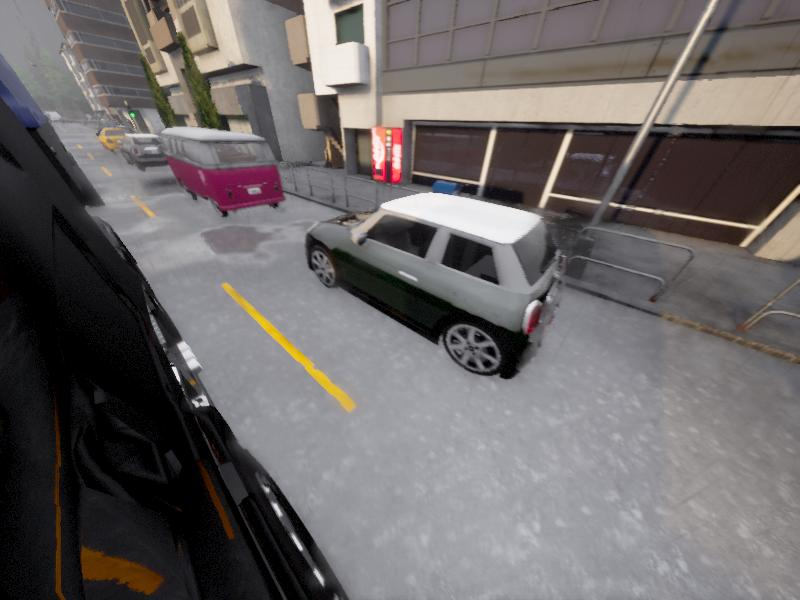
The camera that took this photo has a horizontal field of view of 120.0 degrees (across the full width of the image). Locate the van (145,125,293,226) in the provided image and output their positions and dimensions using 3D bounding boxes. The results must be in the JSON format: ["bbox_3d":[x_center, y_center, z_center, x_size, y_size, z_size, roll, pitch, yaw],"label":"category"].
[{"bbox_3d":[-5.538,-4.014,7.092,4.442,1.987,1.775,28,43,30],"label":"van"}]

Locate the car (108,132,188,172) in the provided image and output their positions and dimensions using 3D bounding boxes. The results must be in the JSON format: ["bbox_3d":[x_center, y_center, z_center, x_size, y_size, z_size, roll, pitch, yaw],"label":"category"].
[{"bbox_3d":[-13.673,-8.102,12.542,3.806,1.475,1.970,28,43,30],"label":"car"}]

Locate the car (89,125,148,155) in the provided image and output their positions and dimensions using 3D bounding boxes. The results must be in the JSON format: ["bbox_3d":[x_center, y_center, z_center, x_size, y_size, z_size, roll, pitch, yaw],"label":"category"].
[{"bbox_3d":[-21.511,-12.287,17.626,5.366,1.575,1.801,28,43,30],"label":"car"}]

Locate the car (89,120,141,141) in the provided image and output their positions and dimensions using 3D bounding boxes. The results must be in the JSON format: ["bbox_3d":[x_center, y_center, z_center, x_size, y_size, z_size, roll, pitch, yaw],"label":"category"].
[{"bbox_3d":[-31.924,-19.171,26.108,2.097,1.767,4.553,-16,40,-24],"label":"car"}]

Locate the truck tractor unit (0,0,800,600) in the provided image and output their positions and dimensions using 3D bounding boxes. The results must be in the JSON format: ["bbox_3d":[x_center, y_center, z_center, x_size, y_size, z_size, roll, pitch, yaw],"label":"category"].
[{"bbox_3d":[-2.645,-0.295,0.352,6.516,4.208,3.053,28,44,30],"label":"truck tractor unit"}]

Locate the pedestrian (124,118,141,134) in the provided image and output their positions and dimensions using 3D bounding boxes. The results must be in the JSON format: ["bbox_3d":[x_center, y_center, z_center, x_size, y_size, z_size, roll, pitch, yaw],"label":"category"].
[{"bbox_3d":[-41.139,-26.742,35.487,0.751,1.860,0.751,13,38,13],"label":"pedestrian"}]

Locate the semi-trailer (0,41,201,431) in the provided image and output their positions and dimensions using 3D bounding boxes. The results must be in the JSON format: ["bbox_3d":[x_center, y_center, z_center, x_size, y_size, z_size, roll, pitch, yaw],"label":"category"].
[{"bbox_3d":[-8.702,-3.580,4.258,14.254,4.402,2.717,28,43,30],"label":"semi-trailer"}]

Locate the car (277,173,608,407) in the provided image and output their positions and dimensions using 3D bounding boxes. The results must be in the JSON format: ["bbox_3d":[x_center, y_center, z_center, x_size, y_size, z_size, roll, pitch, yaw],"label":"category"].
[{"bbox_3d":[0.290,-0.726,3.434,3.806,1.475,1.970,28,43,30],"label":"car"}]

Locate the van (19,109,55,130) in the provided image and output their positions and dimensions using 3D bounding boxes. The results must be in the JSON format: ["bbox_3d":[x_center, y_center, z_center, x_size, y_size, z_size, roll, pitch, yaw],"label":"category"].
[{"bbox_3d":[-59.128,-29.462,37.708,5.915,2.561,1.988,28,43,30],"label":"van"}]
